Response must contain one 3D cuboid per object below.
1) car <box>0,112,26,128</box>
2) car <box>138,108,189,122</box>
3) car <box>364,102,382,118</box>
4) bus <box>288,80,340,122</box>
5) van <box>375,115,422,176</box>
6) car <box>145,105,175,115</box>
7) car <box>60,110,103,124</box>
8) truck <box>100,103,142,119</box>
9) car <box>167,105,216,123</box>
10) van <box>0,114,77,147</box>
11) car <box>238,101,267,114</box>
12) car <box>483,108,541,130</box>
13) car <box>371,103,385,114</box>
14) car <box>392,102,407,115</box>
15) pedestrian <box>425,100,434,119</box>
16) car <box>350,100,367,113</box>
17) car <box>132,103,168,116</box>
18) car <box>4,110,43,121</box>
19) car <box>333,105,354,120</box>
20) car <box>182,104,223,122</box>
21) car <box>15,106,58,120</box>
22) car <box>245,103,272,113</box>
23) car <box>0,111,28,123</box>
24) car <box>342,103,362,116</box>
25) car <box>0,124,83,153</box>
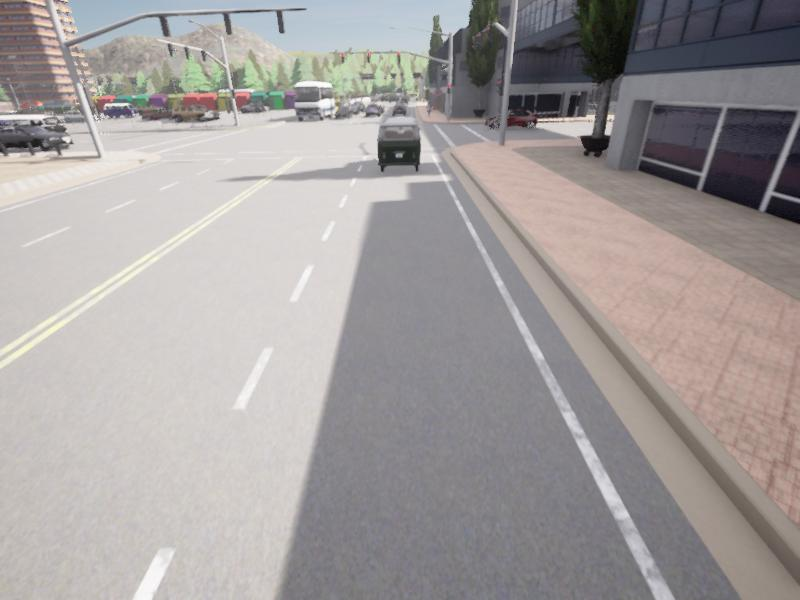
[{"bbox_3d":[-48.908,-21.816,48.488,4.611,1.667,2.242,-1,28,0],"label":"car"},{"bbox_3d":[-31.454,-24.702,53.360,5.357,1.415,2.033,-1,28,0],"label":"car"},{"bbox_3d":[-3.605,-25.837,54.366,2.033,1.649,4.856,0,28,2],"label":"car"},{"bbox_3d":[-10.602,-25.321,50.860,3.944,4.253,10.273,-1,28,1],"label":"bus"},{"bbox_3d":[0.009,-6.962,17.694,1.775,1.987,4.442,0,28,2],"label":"van"},{"bbox_3d":[-42.525,-33.676,70.980,3.905,1.438,1.784,-1,28,0],"label":"car"},{"bbox_3d":[-42.478,-24.481,53.451,3.806,1.475,1.970,-1,28,0],"label":"car"},{"bbox_3d":[-42.527,-28.799,60.988,4.478,2.038,2.069,-1,28,0],"label":"truck"},{"bbox_3d":[-25.068,-22.435,48.222,4.605,1.855,1.932,-1,28,0],"label":"car"},{"bbox_3d":[-27.284,-12.574,29.615,4.480,2.038,2.069,-1,28,0],"label":"van"},{"bbox_3d":[-25.074,-32.862,68.180,3.866,1.878,1.905,-1,28,0],"label":"car"},{"bbox_3d":[9.213,-15.017,33.242,4.193,1.474,1.816,-1,28,1],"label":"car"},{"bbox_3d":[-3.391,-29.989,62.552,1.970,1.475,3.806,0,28,2],"label":"car"},{"bbox_3d":[-0.012,-27.844,58.141,2.038,1.542,4.974,0,27,2],"label":"car"},{"bbox_3d":[3.257,-21.024,44.210,0.751,1.860,0.751,11,30,22],"label":"pedestrian"},{"bbox_3d":[-6.811,-31.692,65.540,2.097,1.767,4.553,0,28,2],"label":"car"},{"bbox_3d":[-42.590,-32.520,68.315,4.605,1.855,1.932,-1,28,0],"label":"car"},{"bbox_3d":[-57.585,-28.232,61.248,3.905,1.438,1.784,-1,28,0],"label":"car"},{"bbox_3d":[-7.190,-24.208,51.553,1.837,1.490,4.892,-1,28,1],"label":"car"},{"bbox_3d":[-25.017,-23.774,50.788,3.866,1.878,1.905,-1,28,0],"label":"car"},{"bbox_3d":[-57.643,-29.661,63.529,4.605,1.855,1.932,-1,28,0],"label":"car"},{"bbox_3d":[-25.061,-33.991,70.857,3.806,1.475,1.970,-1,28,0],"label":"car"},{"bbox_3d":[-57.582,-26.863,58.697,3.806,1.475,1.970,-1,28,0],"label":"car"},{"bbox_3d":[-7.000,-27.940,58.698,2.128,1.511,4.902,0,28,2],"label":"car"},{"bbox_3d":[-24.579,-10.774,26.619,4.902,1.511,2.128,-1,28,0],"label":"car"}]
